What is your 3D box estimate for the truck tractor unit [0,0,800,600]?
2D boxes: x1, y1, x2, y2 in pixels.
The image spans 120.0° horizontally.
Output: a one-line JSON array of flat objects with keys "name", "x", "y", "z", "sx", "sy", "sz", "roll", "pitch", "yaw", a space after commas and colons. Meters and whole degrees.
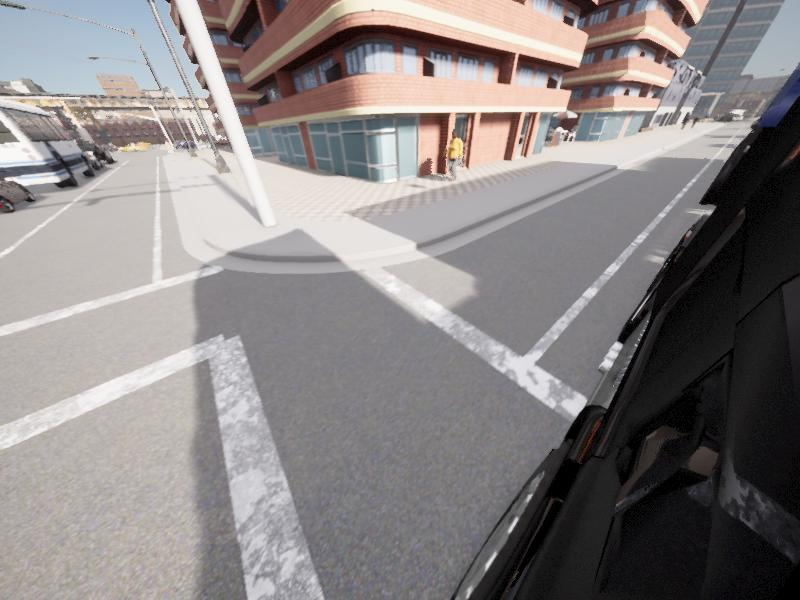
[{"name": "truck tractor unit", "x": 2.645, "y": -0.295, "z": 0.351, "sx": 6.516, "sy": 4.208, "sz": 3.053, "roll": -28, "pitch": 44, "yaw": -30}]

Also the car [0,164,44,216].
[{"name": "car", "x": -17.062, "y": -4.405, "z": 9.318, "sx": 1.845, "sy": 1.501, "sz": 3.633, "roll": -29, "pitch": 44, "yaw": -30}]

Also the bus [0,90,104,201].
[{"name": "bus", "x": -22.643, "y": -9.042, "z": 13.584, "sx": 3.944, "sy": 4.253, "sz": 10.273, "roll": -28, "pitch": 44, "yaw": -30}]

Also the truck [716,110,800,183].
[{"name": "truck", "x": 16.514, "y": -6.809, "z": 9.944, "sx": 6.274, "sy": 2.098, "sz": 2.390, "roll": -28, "pitch": 44, "yaw": -30}]

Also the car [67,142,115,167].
[{"name": "car", "x": -34.722, "y": -16.534, "z": 26.173, "sx": 2.150, "sy": 2.045, "sz": 5.566, "roll": -30, "pitch": 45, "yaw": -32}]

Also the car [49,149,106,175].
[{"name": "car", "x": -29.577, "y": -12.861, "z": 21.382, "sx": 2.038, "sy": 1.542, "sz": 4.974, "roll": -30, "pitch": 44, "yaw": -31}]

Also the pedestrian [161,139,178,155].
[{"name": "pedestrian", "x": -32.973, "y": -21.862, "z": 33.034, "sx": 0.751, "sy": 1.860, "sz": 0.751, "roll": 16, "pitch": 41, "yaw": 23}]

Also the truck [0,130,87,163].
[{"name": "truck", "x": -60.419, "y": -25.796, "z": 38.649, "sx": 8.468, "sy": 3.827, "sz": 2.891, "roll": -28, "pitch": 44, "yaw": -30}]

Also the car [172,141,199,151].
[{"name": "car", "x": -45.018, "y": -32.435, "z": 48.482, "sx": 3.806, "sy": 1.475, "sz": 1.970, "roll": -28, "pitch": 44, "yaw": -29}]

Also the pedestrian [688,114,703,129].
[{"name": "pedestrian", "x": 46.670, "y": -28.208, "z": 36.503, "sx": 0.751, "sy": 1.860, "sz": 0.751, "roll": 28, "pitch": 46, "yaw": 34}]

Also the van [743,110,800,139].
[{"name": "van", "x": 36.212, "y": -17.203, "z": 22.620, "sx": 4.480, "sy": 2.038, "sz": 2.069, "roll": -28, "pitch": 44, "yaw": -29}]

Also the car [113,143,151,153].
[{"name": "car", "x": -55.701, "y": -31.637, "z": 48.052, "sx": 5.366, "sy": 1.575, "sz": 1.801, "roll": 0, "pitch": 37, "yaw": 4}]

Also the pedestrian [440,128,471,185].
[{"name": "pedestrian", "x": 2.230, "y": -5.829, "z": 9.401, "sx": 0.751, "sy": 1.860, "sz": 0.751, "roll": -30, "pitch": 45, "yaw": -31}]

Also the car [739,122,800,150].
[{"name": "car", "x": 26.693, "y": -11.877, "z": 16.676, "sx": 4.181, "sy": 1.385, "sz": 1.994, "roll": -28, "pitch": 44, "yaw": -30}]

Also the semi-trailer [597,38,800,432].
[{"name": "semi-trailer", "x": 8.735, "y": -3.583, "z": 4.187, "sx": 14.254, "sy": 4.402, "sz": 2.717, "roll": -28, "pitch": 44, "yaw": -29}]
